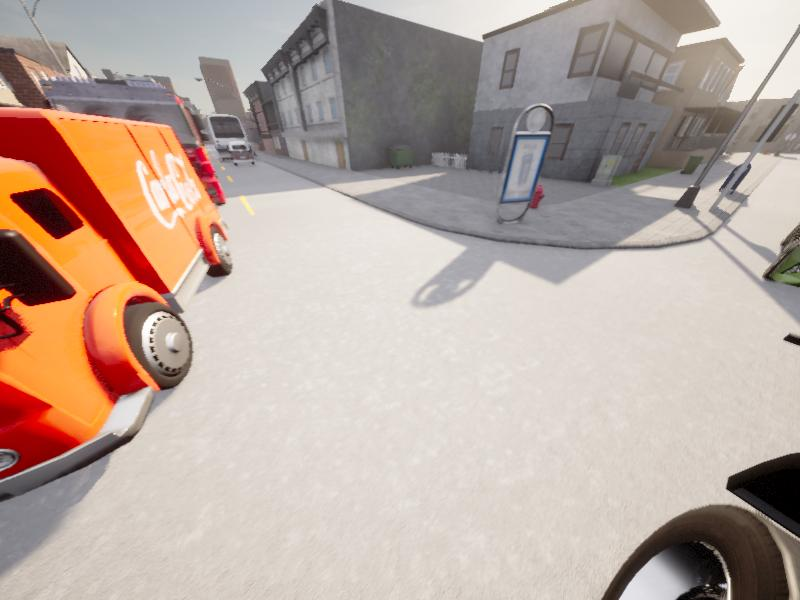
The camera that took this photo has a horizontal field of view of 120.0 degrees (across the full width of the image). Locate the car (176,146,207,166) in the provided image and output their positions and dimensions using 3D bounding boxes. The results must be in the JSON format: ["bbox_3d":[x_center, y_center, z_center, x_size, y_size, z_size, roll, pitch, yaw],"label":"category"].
[{"bbox_3d":[-22.415,-15.670,24.973,1.882,1.535,5.008,-22,41,-28],"label":"car"}]

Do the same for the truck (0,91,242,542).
[{"bbox_3d":[-4.047,-0.655,2.719,2.627,2.467,5.204,-16,38,-20],"label":"truck"}]

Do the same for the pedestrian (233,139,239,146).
[{"bbox_3d":[-54.052,-51.939,76.133,0.751,1.860,0.751,30,45,35],"label":"pedestrian"}]

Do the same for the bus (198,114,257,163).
[{"bbox_3d":[-21.492,-19.919,28.630,3.944,4.253,10.273,-22,41,-28],"label":"bus"}]

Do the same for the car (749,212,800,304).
[{"bbox_3d":[8.628,-1.057,3.996,4.514,1.525,2.007,-21,40,-27],"label":"car"}]

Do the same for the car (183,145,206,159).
[{"bbox_3d":[-28.510,-20.649,32.121,1.837,1.490,4.892,-22,40,-28],"label":"car"}]

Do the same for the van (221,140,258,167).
[{"bbox_3d":[-16.162,-14.772,23.207,2.069,2.038,4.480,-22,41,-28],"label":"van"}]

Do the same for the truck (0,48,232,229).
[{"bbox_3d":[-9.744,-6.210,9.474,2.891,3.827,8.468,-22,41,-28],"label":"truck"}]

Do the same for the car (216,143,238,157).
[{"bbox_3d":[-27.074,-23.515,36.137,2.007,1.525,4.514,-22,41,-28],"label":"car"}]

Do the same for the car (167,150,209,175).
[{"bbox_3d":[-17.358,-11.468,19.119,1.994,1.385,4.181,-21,40,-27],"label":"car"}]

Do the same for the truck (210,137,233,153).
[{"bbox_3d":[-35.441,-30.870,45.814,2.627,2.467,5.204,-23,41,-29],"label":"truck"}]
